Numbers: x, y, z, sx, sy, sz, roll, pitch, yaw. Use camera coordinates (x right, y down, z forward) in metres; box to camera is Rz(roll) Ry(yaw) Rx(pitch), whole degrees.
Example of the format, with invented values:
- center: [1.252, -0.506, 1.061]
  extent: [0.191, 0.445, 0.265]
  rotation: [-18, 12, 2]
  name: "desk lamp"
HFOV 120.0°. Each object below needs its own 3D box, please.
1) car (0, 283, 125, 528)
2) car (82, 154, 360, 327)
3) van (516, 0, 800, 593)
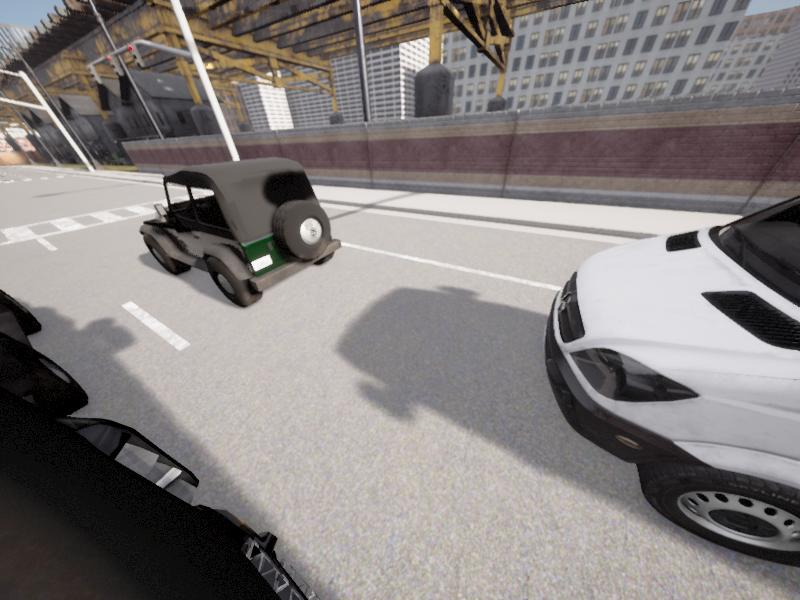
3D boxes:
- center: [-4.625, 0.463, 1.664]
  extent: [3.866, 1.878, 1.905]
  rotation: [17, 40, 25]
  name: "car"
- center: [-2.978, -1.399, 4.130]
  extent: [3.866, 1.878, 1.905]
  rotation: [17, 40, 25]
  name: "car"
- center: [3.935, 0.430, 0.532]
  extent: [5.915, 2.561, 1.988]
  rotation: [17, 40, 25]
  name: "van"
